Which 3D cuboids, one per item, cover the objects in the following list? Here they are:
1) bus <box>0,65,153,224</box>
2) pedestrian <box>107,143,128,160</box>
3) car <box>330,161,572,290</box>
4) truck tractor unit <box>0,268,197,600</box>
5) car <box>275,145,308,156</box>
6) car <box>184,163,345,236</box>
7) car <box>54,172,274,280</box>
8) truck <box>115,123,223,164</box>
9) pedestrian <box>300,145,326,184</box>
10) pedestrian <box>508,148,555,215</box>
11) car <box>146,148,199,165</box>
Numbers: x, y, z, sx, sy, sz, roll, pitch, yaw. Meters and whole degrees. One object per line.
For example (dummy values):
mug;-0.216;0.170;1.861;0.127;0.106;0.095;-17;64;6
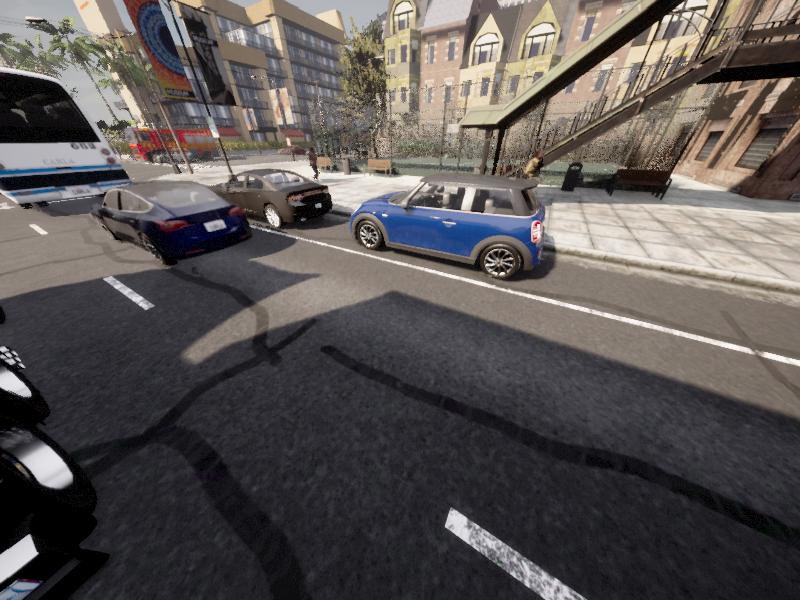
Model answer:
bus;-16.841;-6.800;10.183;10.273;4.253;3.944;19;39;24
pedestrian;-36.902;-19.373;30.179;0.751;1.860;0.751;6;35;9
car;0.972;-2.085;5.438;4.553;1.767;2.185;18;39;24
truck tractor unit;-5.114;-0.298;0.768;6.516;4.208;3.053;18;39;24
car;-19.928;-27.713;42.627;1.801;1.575;5.366;18;38;24
car;-4.666;-3.725;8.054;5.008;1.535;2.097;18;39;24
car;-5.986;-2.221;5.948;4.792;1.488;2.163;18;39;24
truck;-28.653;-19.915;29.493;2.891;3.827;8.468;19;39;25
pedestrian;-4.940;-7.753;13.257;0.751;1.860;0.751;15;38;20
pedestrian;4.355;-3.952;7.728;0.751;1.860;0.751;23;41;29
car;-26.705;-16.973;27.305;1.970;1.475;3.806;21;40;27
